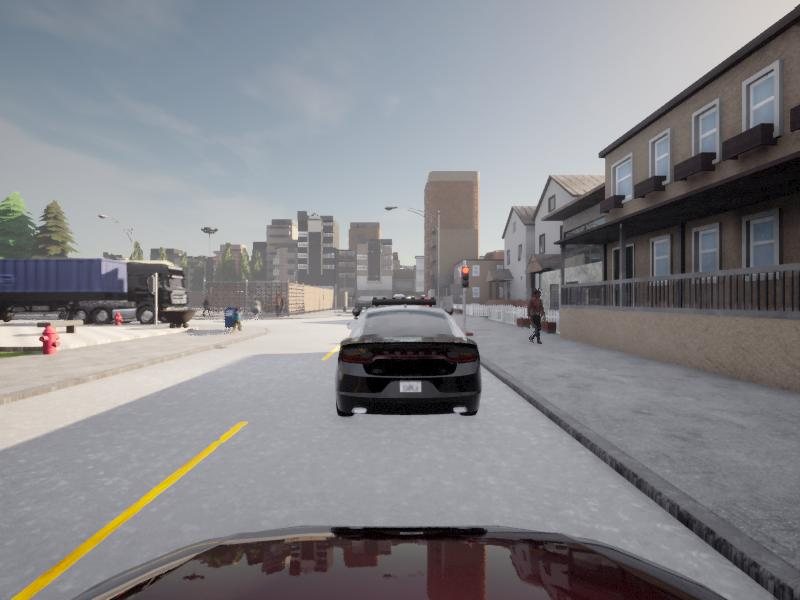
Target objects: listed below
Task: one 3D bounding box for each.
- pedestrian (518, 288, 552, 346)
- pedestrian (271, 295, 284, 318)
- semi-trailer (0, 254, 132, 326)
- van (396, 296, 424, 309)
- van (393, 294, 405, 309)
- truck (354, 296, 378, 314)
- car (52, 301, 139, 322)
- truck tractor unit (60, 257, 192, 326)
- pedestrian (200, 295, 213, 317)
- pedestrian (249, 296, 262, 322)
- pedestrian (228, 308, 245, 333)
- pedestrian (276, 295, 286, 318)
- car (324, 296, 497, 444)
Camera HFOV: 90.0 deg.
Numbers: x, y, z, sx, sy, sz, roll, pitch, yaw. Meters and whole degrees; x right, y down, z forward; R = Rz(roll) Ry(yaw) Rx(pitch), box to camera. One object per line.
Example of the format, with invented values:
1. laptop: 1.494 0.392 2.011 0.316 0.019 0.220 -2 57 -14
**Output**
1. pedestrian: 4.465 0.533 13.229 0.751 1.860 0.751 0 0 -19
2. pedestrian: -10.138 0.534 33.130 0.751 1.860 0.751 0 0 20
3. semi-trailer: -25.478 -0.618 25.925 14.254 4.402 2.717 0 0 -1
4. van: 2.132 0.448 82.408 2.351 2.431 6.366 -8 -5 37
5. van: -0.151 0.321 70.916 1.988 2.561 5.915 0 0 0
6. truck: -4.111 0.542 49.206 2.390 2.098 6.274 0 0 0
7. car: -22.764 0.836 30.026 4.902 1.511 2.128 0 0 0
8. truck tractor unit: -17.566 -0.513 26.021 6.516 4.208 3.053 0 0 0
9. pedestrian: -16.970 0.534 35.118 0.751 1.860 0.751 0 0 -4
10. pedestrian: -10.673 0.637 29.569 0.751 1.860 0.751 0 0 -11
11. pedestrian: -7.275 0.904 17.780 0.500 1.100 0.500 0 0 11
12. pedestrian: -9.990 0.534 33.706 0.751 1.860 0.751 0 0 -12
13. car: 0.062 0.771 7.066 1.930 1.638 5.238 0 0 -1
